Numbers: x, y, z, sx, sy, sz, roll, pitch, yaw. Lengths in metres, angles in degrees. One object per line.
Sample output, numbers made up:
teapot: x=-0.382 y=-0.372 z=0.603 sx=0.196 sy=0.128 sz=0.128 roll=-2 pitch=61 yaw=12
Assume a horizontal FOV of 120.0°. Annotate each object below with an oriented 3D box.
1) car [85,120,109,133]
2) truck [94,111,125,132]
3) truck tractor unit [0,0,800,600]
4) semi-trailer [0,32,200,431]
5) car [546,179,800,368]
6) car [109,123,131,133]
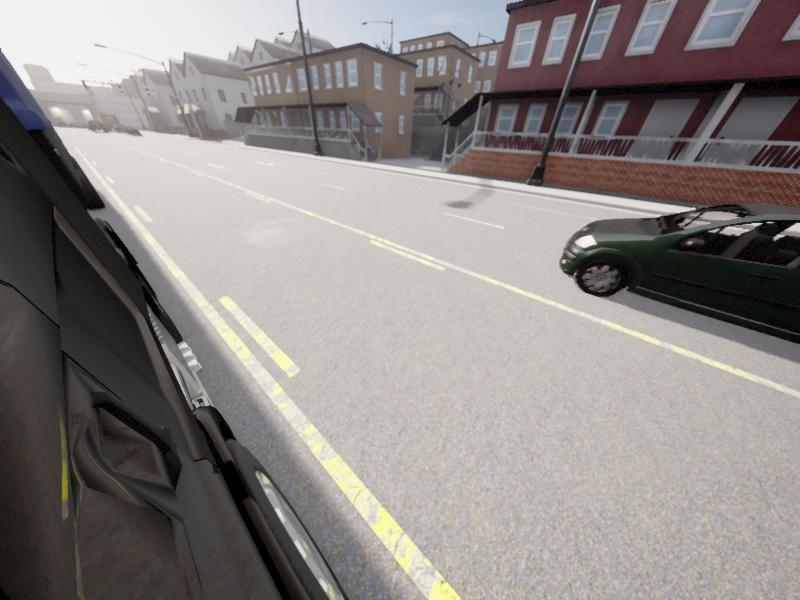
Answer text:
car: x=-66.276 y=-37.988 z=50.502 sx=5.566 sy=2.045 sz=2.150 roll=27 pitch=42 yaw=30
truck: x=-74.400 y=-45.646 z=59.116 sx=8.468 sy=3.827 sz=2.891 roll=28 pitch=42 yaw=30
truck tractor unit: x=-2.645 y=-0.295 z=0.352 sx=6.516 sy=4.208 sz=3.053 roll=28 pitch=44 yaw=30
semi-trailer: x=-8.692 y=-3.557 z=4.307 sx=14.254 sy=4.402 sz=2.717 roll=28 pitch=42 yaw=30
car: x=4.929 y=-0.584 z=3.517 sx=3.988 sy=1.617 sz=1.851 roll=28 pitch=42 yaw=30
car: x=-63.918 y=-39.309 z=52.727 sx=4.553 sy=1.767 sz=2.097 roll=28 pitch=43 yaw=30
